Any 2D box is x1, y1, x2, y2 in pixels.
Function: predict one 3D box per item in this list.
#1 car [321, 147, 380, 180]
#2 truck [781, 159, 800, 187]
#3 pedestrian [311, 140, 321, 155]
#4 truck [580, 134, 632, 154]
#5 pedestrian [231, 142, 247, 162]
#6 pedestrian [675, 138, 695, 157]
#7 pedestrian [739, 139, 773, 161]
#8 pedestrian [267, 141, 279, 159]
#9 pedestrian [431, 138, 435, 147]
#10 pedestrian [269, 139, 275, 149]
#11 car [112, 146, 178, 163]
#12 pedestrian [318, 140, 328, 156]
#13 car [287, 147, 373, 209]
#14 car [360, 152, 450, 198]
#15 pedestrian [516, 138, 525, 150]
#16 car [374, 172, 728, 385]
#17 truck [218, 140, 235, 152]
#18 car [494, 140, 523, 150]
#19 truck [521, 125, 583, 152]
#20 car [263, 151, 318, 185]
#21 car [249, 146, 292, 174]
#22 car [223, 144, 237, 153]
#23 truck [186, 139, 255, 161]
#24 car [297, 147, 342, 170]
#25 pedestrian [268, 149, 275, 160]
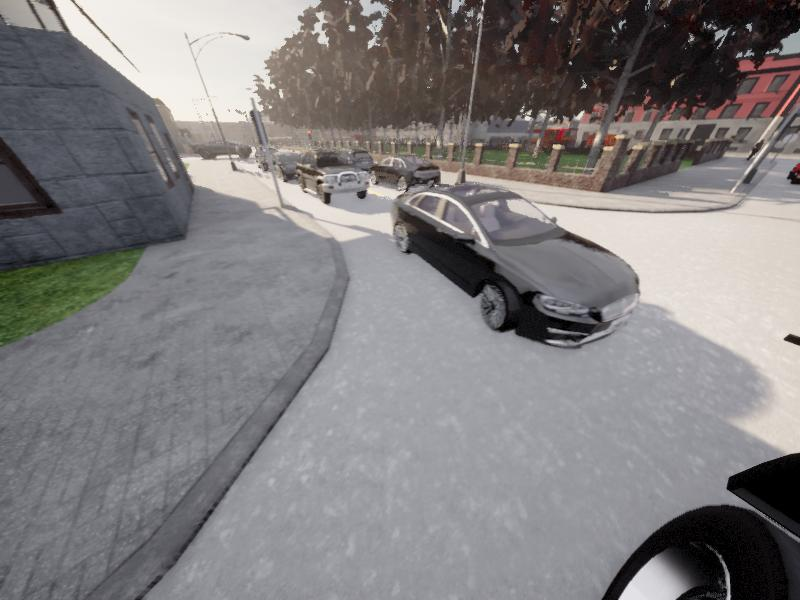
[{"bbox_3d":[-3.663,-10.070,16.806,2.033,1.649,4.856,-23,41,-29],"label":"car"},{"bbox_3d":[23.651,-7.502,12.225,5.204,2.467,2.627,-22,41,-28],"label":"truck"},{"bbox_3d":[-12.488,-22.673,34.326,0.751,1.860,0.751,-23,41,-28],"label":"pedestrian"},{"bbox_3d":[33.334,-25.435,37.587,2.627,2.467,5.204,-23,41,-28],"label":"truck"},{"bbox_3d":[-17.903,-16.447,25.716,0.751,1.860,0.751,-23,41,-29],"label":"pedestrian"},{"bbox_3d":[35.261,-18.872,28.571,0.751,1.860,0.751,-23,41,-28],"label":"pedestrian"},{"bbox_3d":[35.159,-14.827,22.835,0.751,1.860,0.751,4,35,6],"label":"pedestrian"},{"bbox_3d":[-16.654,-19.665,30.272,0.751,1.860,0.751,-23,41,-28],"label":"pedestrian"},{"bbox_3d":[8.527,-40.778,59.845,0.751,1.860,0.751,-22,41,-28],"label":"pedestrian"},{"bbox_3d":[-29.863,-36.334,53.835,0.751,1.860,0.751,-16,38,-21],"label":"pedestrian"},{"bbox_3d":[-29.752,-17.224,27.254,4.902,1.511,2.128,-22,41,-28],"label":"car"},{"bbox_3d":[-10.841,-21.356,32.445,0.751,1.860,0.751,-22,40,-27],"label":"pedestrian"},{"bbox_3d":[-3.252,-5.681,10.361,1.932,1.855,4.605,-22,41,-28],"label":"car"},{"bbox_3d":[0.041,-6.796,12.236,2.128,1.511,4.902,-22,41,-28],"label":"car"},{"bbox_3d":[22.575,-29.281,43.430,0.751,1.860,0.751,-8,36,-10],"label":"pedestrian"},{"bbox_3d":[1.439,-1.211,4.306,2.128,1.511,4.902,-16,38,-21],"label":"car"},{"bbox_3d":[-40.765,-36.251,54.194,2.390,2.098,6.274,-22,41,-28],"label":"truck"},{"bbox_3d":[23.190,-33.402,49.700,2.152,1.651,5.027,-22,41,-28],"label":"car"},{"bbox_3d":[28.074,-30.293,43.342,2.891,3.827,8.468,-22,41,-28],"label":"truck"},{"bbox_3d":[-7.291,-8.807,15.158,1.837,1.490,4.892,-22,41,-28],"label":"car"},{"bbox_3d":[-11.040,-11.971,19.559,2.033,1.649,4.856,-22,41,-28],"label":"car"},{"bbox_3d":[-35.834,-31.951,48.628,1.812,1.442,4.674,-22,41,-28],"label":"car"},{"bbox_3d":[-22.671,-19.312,29.652,6.274,2.098,2.390,-10,36,-13],"label":"truck"},{"bbox_3d":[-7.549,-13.264,21.468,2.128,1.511,4.902,-24,42,-30],"label":"car"},{"bbox_3d":[-15.755,-17.863,28.369,0.500,1.100,0.500,-16,38,-21],"label":"pedestrian"}]
